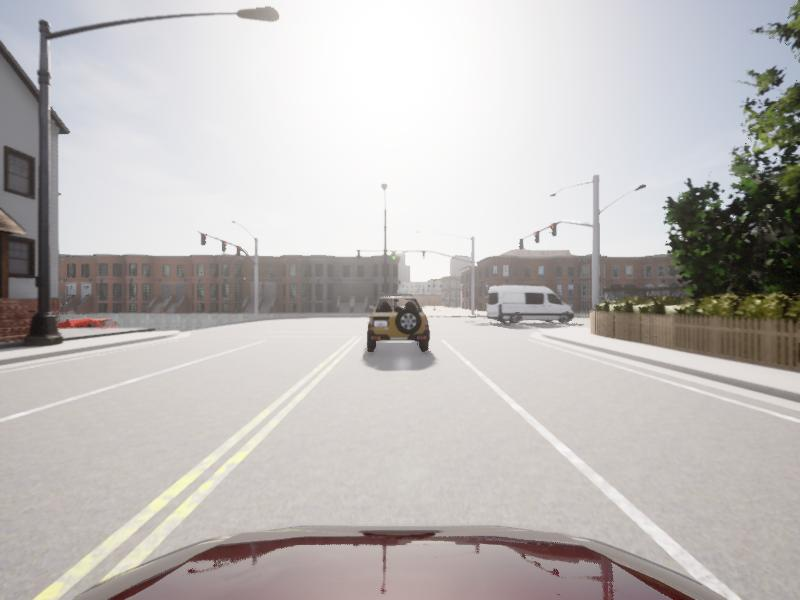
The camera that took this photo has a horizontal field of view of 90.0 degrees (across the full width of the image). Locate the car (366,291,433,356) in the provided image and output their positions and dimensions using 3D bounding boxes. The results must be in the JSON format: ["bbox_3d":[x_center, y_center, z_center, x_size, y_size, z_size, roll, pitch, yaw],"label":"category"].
[{"bbox_3d":[-0.159,0.669,13.857,1.932,1.855,4.605,0,0,-3],"label":"car"}]

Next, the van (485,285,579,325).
[{"bbox_3d":[9.045,0.351,27.532,5.915,2.561,1.988,0,-1,-13],"label":"van"}]

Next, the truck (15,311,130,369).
[{"bbox_3d":[-22.199,2.661,27.334,5.204,2.467,2.627,-14,1,0],"label":"truck"}]
